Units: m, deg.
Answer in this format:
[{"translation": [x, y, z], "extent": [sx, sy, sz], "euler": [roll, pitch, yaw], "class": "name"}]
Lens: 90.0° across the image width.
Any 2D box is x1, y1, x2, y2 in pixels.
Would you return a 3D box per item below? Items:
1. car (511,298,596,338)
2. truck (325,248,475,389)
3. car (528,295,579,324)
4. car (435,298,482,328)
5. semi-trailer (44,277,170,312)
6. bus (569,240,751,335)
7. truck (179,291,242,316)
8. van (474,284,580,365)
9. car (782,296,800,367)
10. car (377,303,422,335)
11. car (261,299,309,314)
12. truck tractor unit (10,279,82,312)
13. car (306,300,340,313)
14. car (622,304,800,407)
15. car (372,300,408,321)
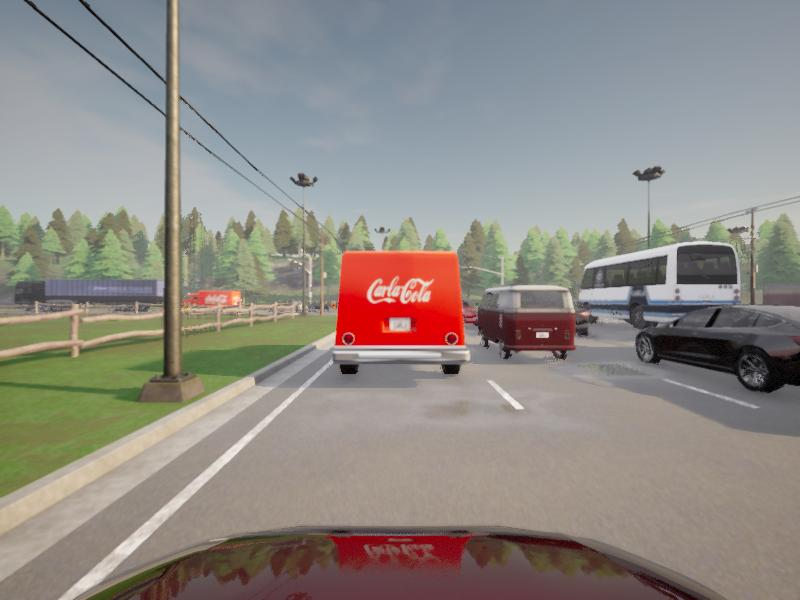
[{"translation": [7.008, 0.736, 18.875], "extent": [2.242, 1.667, 4.611], "euler": [0, 0, 0], "class": "car"}, {"translation": [0.005, 0.341, 9.616], "extent": [2.627, 2.467, 5.204], "euler": [0, 0, 0], "class": "truck"}, {"translation": [10.426, 0.617, 27.423], "extent": [1.905, 1.878, 3.866], "euler": [0, 0, -2], "class": "car"}, {"translation": [3.492, 0.731, 24.839], "extent": [2.242, 1.667, 4.611], "euler": [0, 0, -1], "class": "car"}, {"translation": [-37.485, -0.671, 51.384], "extent": [14.254, 4.402, 2.717], "euler": [0, 0, 0], "class": "semi-trailer"}, {"translation": [13.871, -0.558, 23.148], "extent": [3.944, 4.253, 10.273], "euler": [0, 0, 0], "class": "bus"}, {"translation": [-19.074, 0.314, 40.451], "extent": [5.204, 2.467, 2.627], "euler": [0, 0, 2], "class": "truck"}, {"translation": [3.507, 0.587, 12.011], "extent": [1.775, 1.987, 4.442], "euler": [0, 0, 0], "class": "van"}, {"translation": [10.306, 0.750, 7.450], "extent": [2.242, 1.667, 4.611], "euler": [0, 0, 6], "class": "car"}, {"translation": [0.006, 0.887, 20.118], "extent": [1.994, 1.385, 4.181], "euler": [0, 0, 1], "class": "car"}, {"translation": [-13.463, 0.732, 47.113], "extent": [5.027, 1.651, 2.152], "euler": [0, 0, 7], "class": "car"}, {"translation": [-45.401, -0.572, 51.434], "extent": [6.516, 4.208, 3.053], "euler": [0, 0, 0], "class": "truck tractor unit"}, {"translation": [-9.596, 0.762, 49.936], "extent": [3.705, 1.549, 1.789], "euler": [0, 0, 14], "class": "car"}, {"translation": [7.005, 0.842, 8.285], "extent": [2.163, 1.488, 4.792], "euler": [0, 0, 0], "class": "car"}, {"translation": [-0.857, 0.795, 32.329], "extent": [2.007, 1.525, 4.514], "euler": [0, 0, -13], "class": "car"}]
